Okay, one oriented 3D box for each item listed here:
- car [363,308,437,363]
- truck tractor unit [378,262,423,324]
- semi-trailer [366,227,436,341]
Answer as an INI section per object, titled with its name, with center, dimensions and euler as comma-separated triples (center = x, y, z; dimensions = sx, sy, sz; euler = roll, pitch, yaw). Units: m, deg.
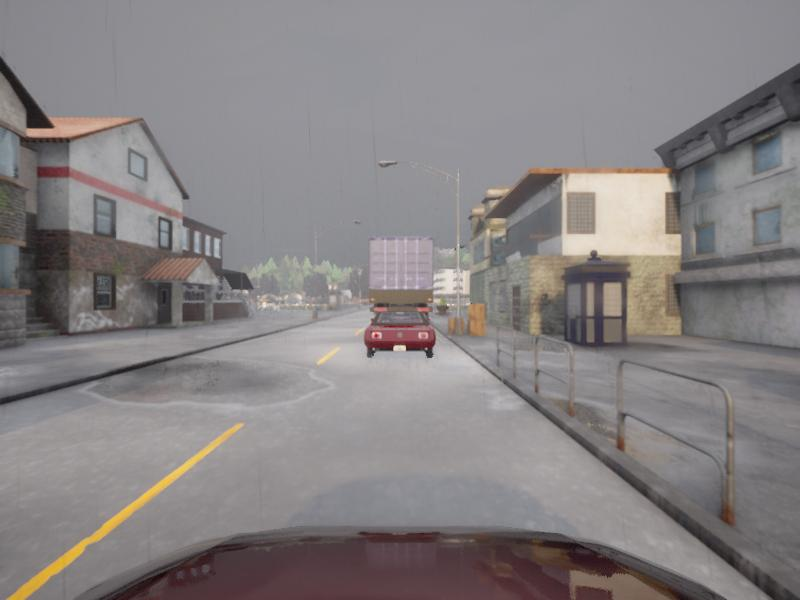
[car]
center = 0.000, 0.960, 12.562
dimensions = 1.895, 1.301, 4.718
euler = 0, 0, 0
[truck tractor unit]
center = 0.000, -0.469, 30.501
dimensions = 3.053, 4.208, 6.516
euler = 0, 0, 0
[semi-trailer]
center = 0.026, -0.588, 22.583
dimensions = 2.717, 4.402, 14.254
euler = 0, 0, 0
